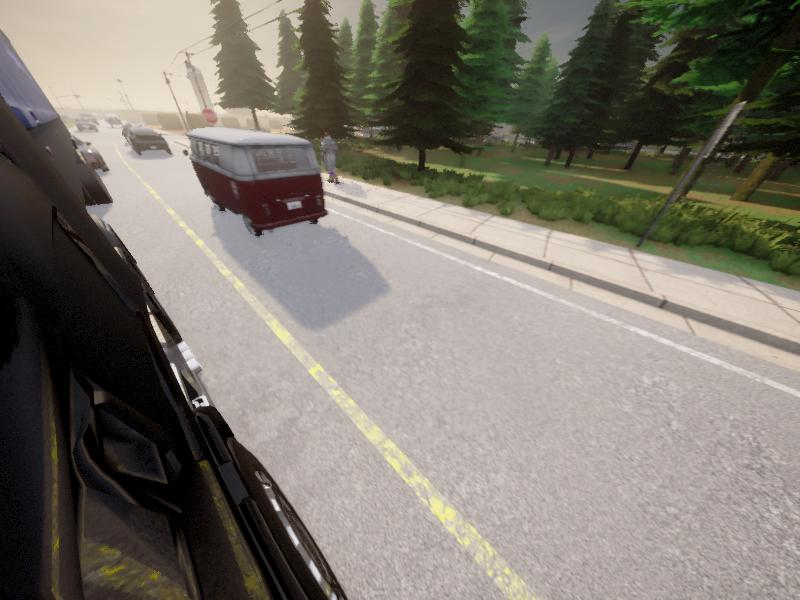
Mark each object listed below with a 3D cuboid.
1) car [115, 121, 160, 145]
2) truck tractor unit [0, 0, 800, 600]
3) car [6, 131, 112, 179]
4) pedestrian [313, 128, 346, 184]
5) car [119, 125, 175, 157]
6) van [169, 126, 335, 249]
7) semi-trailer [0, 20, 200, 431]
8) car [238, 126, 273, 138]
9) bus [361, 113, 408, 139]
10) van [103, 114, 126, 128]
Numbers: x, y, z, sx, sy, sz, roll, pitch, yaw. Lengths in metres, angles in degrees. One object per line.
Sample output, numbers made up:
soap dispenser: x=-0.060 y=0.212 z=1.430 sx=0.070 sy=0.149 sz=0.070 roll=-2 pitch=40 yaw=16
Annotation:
car: x=-25.236 y=-16.288 z=22.450 sx=2.152 sy=1.651 sz=5.027 roll=-24 pitch=44 yaw=-31
truck tractor unit: x=-2.645 y=-0.295 z=0.351 sx=6.516 sy=4.208 sz=3.053 roll=28 pitch=44 yaw=30
car: x=-15.063 y=-6.637 z=10.421 sx=4.181 sy=1.385 sz=1.994 roll=30 pitch=45 yaw=32
pedestrian: x=-2.840 y=-5.887 z=9.483 sx=0.751 sy=1.860 sz=0.751 roll=25 pitch=42 yaw=27
car: x=-18.172 y=-11.471 z=16.567 sx=4.892 sy=1.490 sz=1.837 roll=32 pitch=46 yaw=33
van: x=-3.882 y=-3.214 z=6.037 sx=4.442 sy=1.987 sz=1.775 roll=30 pitch=45 yaw=32
semi-trailer: x=-8.594 y=-3.674 z=4.326 sx=14.254 sy=4.402 sz=2.717 roll=29 pitch=44 yaw=31
car: x=-22.940 y=-26.743 z=36.828 sx=1.994 sy=1.385 sz=4.181 roll=29 pitch=44 yaw=30
bus: x=-3.156 y=-37.523 z=50.065 sx=3.944 sy=4.253 sz=10.273 roll=29 pitch=44 yaw=31
van: x=-56.385 y=-35.355 z=45.610 sx=4.480 sy=2.038 sz=2.069 roll=32 pitch=46 yaw=33
